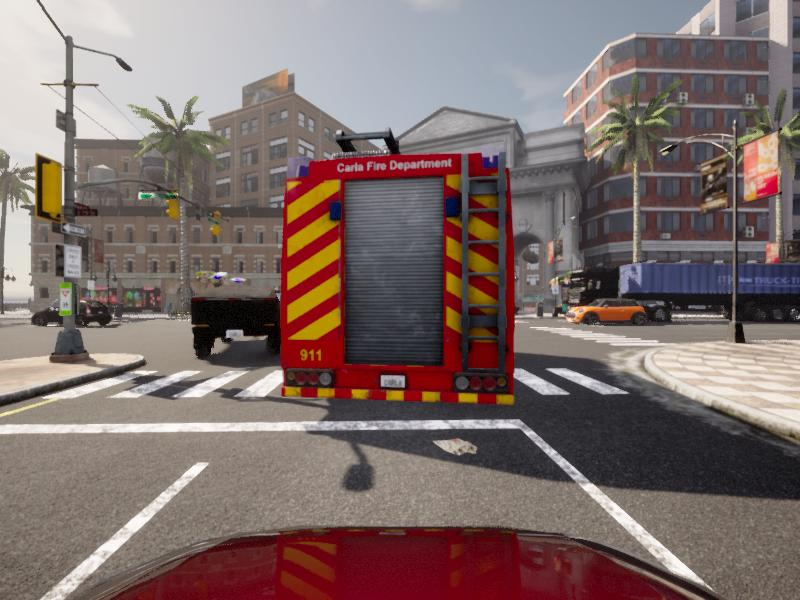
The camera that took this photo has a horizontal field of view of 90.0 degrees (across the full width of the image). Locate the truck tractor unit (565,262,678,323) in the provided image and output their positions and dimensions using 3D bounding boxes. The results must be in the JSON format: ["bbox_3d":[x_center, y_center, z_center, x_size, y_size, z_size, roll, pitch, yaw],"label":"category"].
[{"bbox_3d":[15.879,-0.520,29.100,6.516,4.208,3.053,0,0,-1],"label":"truck tractor unit"}]

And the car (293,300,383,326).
[{"bbox_3d":[-3.778,0.800,25.114,5.366,1.575,1.801,0,0,-2],"label":"car"}]

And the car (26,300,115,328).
[{"bbox_3d":[-19.798,0.788,24.124,3.988,1.617,1.851,0,0,6],"label":"car"}]

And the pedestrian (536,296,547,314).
[{"bbox_3d":[14.278,0.491,40.441,0.751,1.860,0.751,0,0,-41],"label":"pedestrian"}]

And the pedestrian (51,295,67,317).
[{"bbox_3d":[-28.071,0.485,32.949,0.751,1.860,0.751,0,0,-9],"label":"pedestrian"}]

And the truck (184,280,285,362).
[{"bbox_3d":[-5.194,0.542,13.554,2.390,2.098,6.274,0,0,-15],"label":"truck"}]

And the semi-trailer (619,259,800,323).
[{"bbox_3d":[23.791,-0.617,29.145,14.254,4.402,2.717,0,0,0],"label":"semi-trailer"}]

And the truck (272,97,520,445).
[{"bbox_3d":[0.504,-0.321,8.802,2.891,3.827,8.468,0,0,8],"label":"truck"}]

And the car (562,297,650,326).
[{"bbox_3d":[13.105,0.694,25.631,4.553,1.767,2.097,0,0,-2],"label":"car"}]
